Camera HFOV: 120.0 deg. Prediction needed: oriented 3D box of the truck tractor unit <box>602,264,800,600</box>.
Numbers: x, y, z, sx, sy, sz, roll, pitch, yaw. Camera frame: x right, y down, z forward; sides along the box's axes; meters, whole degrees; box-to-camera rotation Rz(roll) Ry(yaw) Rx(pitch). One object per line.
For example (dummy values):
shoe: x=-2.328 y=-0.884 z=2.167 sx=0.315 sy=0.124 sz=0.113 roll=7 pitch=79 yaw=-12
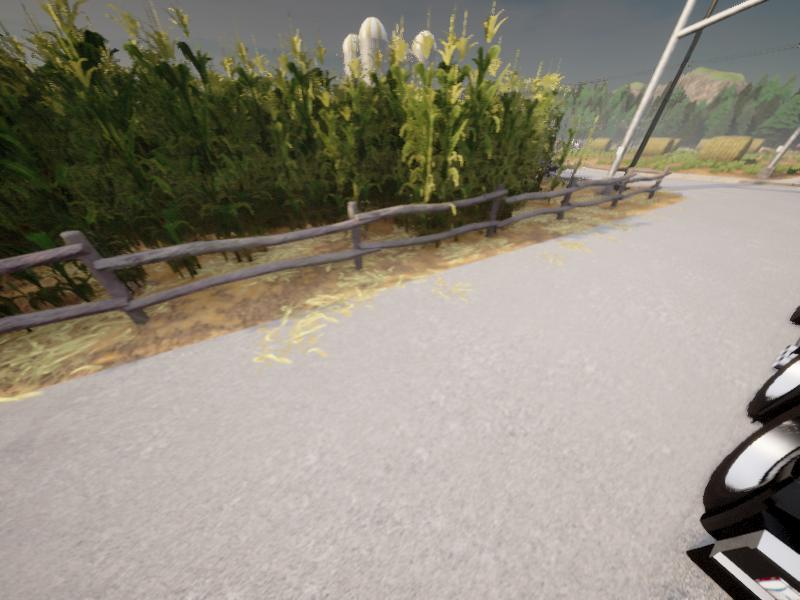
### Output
truck tractor unit: x=5.110 y=-0.302 z=0.783 sx=6.516 sy=4.208 sz=3.053 roll=-18 pitch=39 yaw=-24
